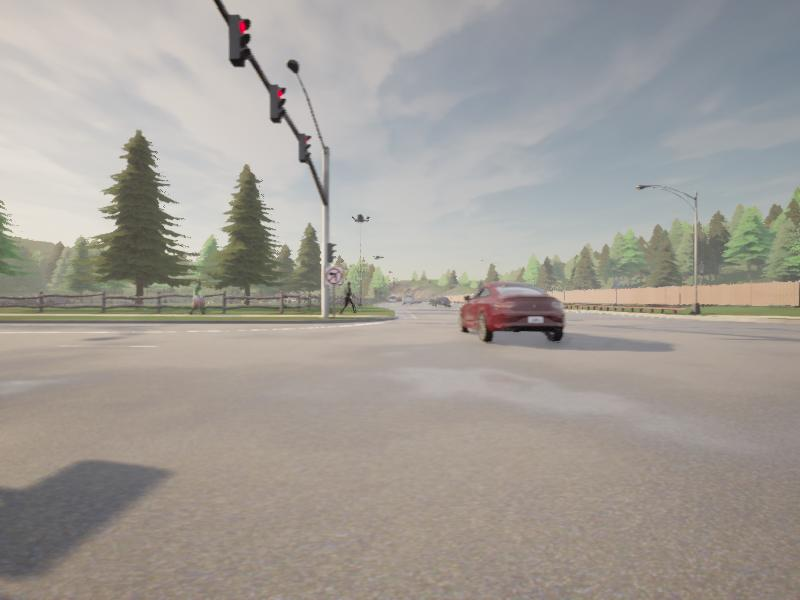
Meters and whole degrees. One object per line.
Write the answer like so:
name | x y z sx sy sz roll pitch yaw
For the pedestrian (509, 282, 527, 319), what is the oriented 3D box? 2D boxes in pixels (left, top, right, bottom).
pedestrian | 6.025 0.045 20.429 0.751 1.860 0.751 0 0 3

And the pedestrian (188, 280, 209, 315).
pedestrian | -10.767 -0.133 21.403 0.751 1.860 0.751 0 0 4

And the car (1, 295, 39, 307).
car | -55.477 0.139 58.461 1.851 1.617 3.988 0 0 -1

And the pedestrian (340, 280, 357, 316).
pedestrian | -2.688 -0.121 20.888 0.751 1.860 0.751 0 0 3

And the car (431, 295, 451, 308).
car | 5.708 0.188 56.258 2.152 1.651 5.027 0 0 -1

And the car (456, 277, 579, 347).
car | 2.792 0.274 10.685 1.812 1.442 4.674 0 -1 -1
